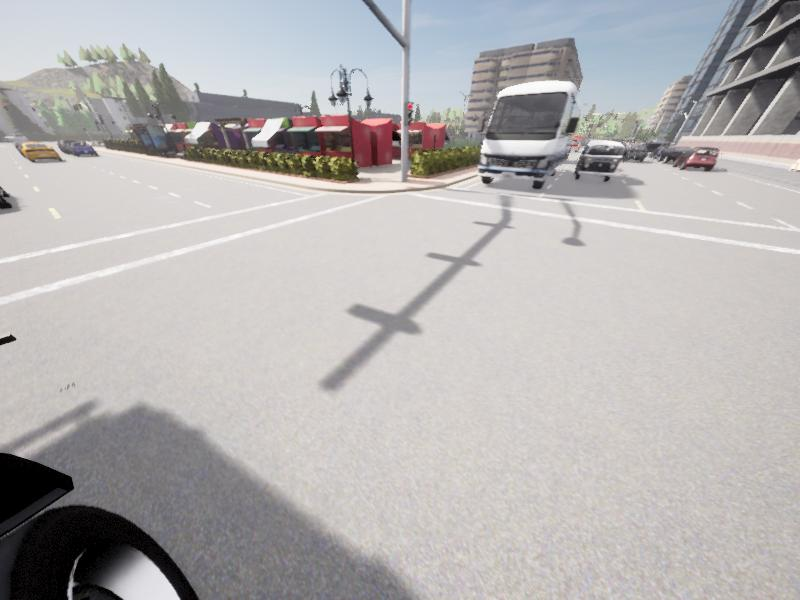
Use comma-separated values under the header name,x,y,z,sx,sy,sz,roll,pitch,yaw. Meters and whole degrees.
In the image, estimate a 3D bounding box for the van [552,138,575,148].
name,x,y,z,sx,sy,sz,roll,pitch,yaw
van,42.761,-41.124,60.507,1.775,1.987,4.442,-16,39,-22

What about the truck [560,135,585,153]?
name,x,y,z,sx,sy,sz,roll,pitch,yaw
truck,30.514,-27.577,40.802,2.627,2.467,5.204,22,41,27

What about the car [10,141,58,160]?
name,x,y,z,sx,sy,sz,roll,pitch,yaw
car,-40.633,-16.646,25.618,4.792,1.488,2.163,22,41,28

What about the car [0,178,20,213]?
name,x,y,z,sx,sy,sz,roll,pitch,yaw
car,-16.145,-4.093,8.208,4.792,1.488,2.163,22,41,28

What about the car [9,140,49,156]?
name,x,y,z,sx,sy,sz,roll,pitch,yaw
car,-46.237,-18.966,28.774,5.008,1.535,1.882,22,41,28

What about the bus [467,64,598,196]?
name,x,y,z,sx,sy,sz,roll,pitch,yaw
bus,8.139,-9.515,13.611,3.944,4.253,10.273,22,41,27

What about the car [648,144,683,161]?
name,x,y,z,sx,sy,sz,roll,pitch,yaw
car,32.640,-18.272,28.520,1.789,1.549,3.705,22,41,27

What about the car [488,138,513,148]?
name,x,y,z,sx,sy,sz,roll,pitch,yaw
car,23.873,-37.462,54.982,4.605,1.855,1.932,22,41,28

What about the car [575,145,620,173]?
name,x,y,z,sx,sy,sz,roll,pitch,yaw
car,16.605,-12.064,19.554,2.152,1.651,5.027,22,41,27

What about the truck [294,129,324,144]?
name,x,y,z,sx,sy,sz,roll,pitch,yaw
truck,-28.925,-52.329,73.937,2.891,3.827,8.468,23,41,29

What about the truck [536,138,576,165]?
name,x,y,z,sx,sy,sz,roll,pitch,yaw
truck,16.675,-15.883,24.520,2.390,2.098,6.274,22,41,27

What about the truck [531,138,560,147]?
name,x,y,z,sx,sy,sz,roll,pitch,yaw
truck,41.247,-44.832,65.612,6.274,2.098,2.390,22,41,28

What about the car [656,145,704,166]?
name,x,y,z,sx,sy,sz,roll,pitch,yaw
car,28.795,-15.065,23.980,1.882,1.535,5.008,22,41,27

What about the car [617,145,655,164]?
name,x,y,z,sx,sy,sz,roll,pitch,yaw
car,25.951,-16.248,25.637,2.128,1.511,4.902,22,41,27

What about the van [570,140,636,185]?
name,x,y,z,sx,sy,sz,roll,pitch,yaw
van,12.419,-8.791,14.542,2.069,2.038,4.480,19,39,24

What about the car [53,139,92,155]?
name,x,y,z,sx,sy,sz,roll,pitch,yaw
car,-43.577,-20.385,30.722,4.856,1.649,2.033,22,41,28

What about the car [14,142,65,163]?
name,x,y,z,sx,sy,sz,roll,pitch,yaw
car,-35.114,-14.421,22.496,5.008,1.535,1.882,22,41,27

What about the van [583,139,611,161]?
name,x,y,z,sx,sy,sz,roll,pitch,yaw
van,23.278,-17.779,27.349,1.775,1.987,4.442,22,41,27

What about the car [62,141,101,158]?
name,x,y,z,sx,sy,sz,roll,pitch,yaw
car,-38.229,-18.124,27.727,4.193,1.474,1.816,22,41,28

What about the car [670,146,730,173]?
name,x,y,z,sx,sy,sz,roll,pitch,yaw
car,25.056,-11.968,19.522,1.851,1.617,3.988,22,41,27

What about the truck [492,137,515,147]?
name,x,y,z,sx,sy,sz,roll,pitch,yaw
truck,25.478,-38.928,56.898,4.478,2.038,2.069,22,41,28

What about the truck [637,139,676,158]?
name,x,y,z,sx,sy,sz,roll,pitch,yaw
truck,37.042,-22.166,33.577,2.390,2.098,6.274,22,41,27
